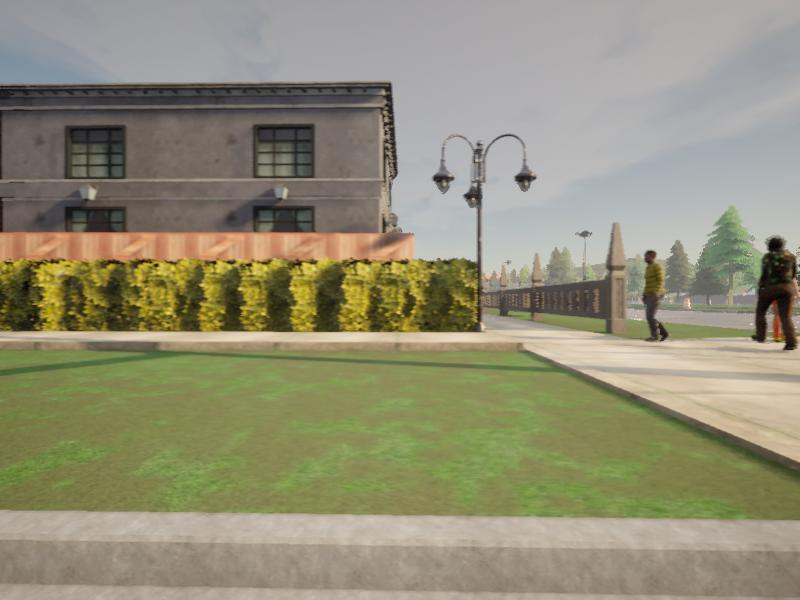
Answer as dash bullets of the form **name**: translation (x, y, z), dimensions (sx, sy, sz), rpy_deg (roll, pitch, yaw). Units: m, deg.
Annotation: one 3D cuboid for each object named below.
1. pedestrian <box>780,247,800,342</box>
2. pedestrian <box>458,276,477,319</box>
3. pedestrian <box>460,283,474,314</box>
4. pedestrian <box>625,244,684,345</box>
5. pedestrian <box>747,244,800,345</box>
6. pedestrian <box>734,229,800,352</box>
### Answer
- **pedestrian**: translation (8.243, -0.104, 7.914), dimensions (0.751, 1.860, 0.751), rpy_deg (0, 0, -10)
- **pedestrian**: translation (2.971, -0.103, 17.758), dimensions (0.751, 1.860, 0.751), rpy_deg (0, 0, 4)
- **pedestrian**: translation (4.113, -0.098, 24.568), dimensions (0.751, 1.860, 0.751), rpy_deg (0, 0, 1)
- **pedestrian**: translation (4.948, -0.107, 7.821), dimensions (0.751, 1.860, 0.751), rpy_deg (0, 0, 12)
- **pedestrian**: translation (7.513, -0.105, 7.854), dimensions (0.751, 1.860, 0.751), rpy_deg (0, 0, -15)
- **pedestrian**: translation (6.036, -0.148, 6.462), dimensions (0.751, 1.860, 0.751), rpy_deg (0, 0, 18)
